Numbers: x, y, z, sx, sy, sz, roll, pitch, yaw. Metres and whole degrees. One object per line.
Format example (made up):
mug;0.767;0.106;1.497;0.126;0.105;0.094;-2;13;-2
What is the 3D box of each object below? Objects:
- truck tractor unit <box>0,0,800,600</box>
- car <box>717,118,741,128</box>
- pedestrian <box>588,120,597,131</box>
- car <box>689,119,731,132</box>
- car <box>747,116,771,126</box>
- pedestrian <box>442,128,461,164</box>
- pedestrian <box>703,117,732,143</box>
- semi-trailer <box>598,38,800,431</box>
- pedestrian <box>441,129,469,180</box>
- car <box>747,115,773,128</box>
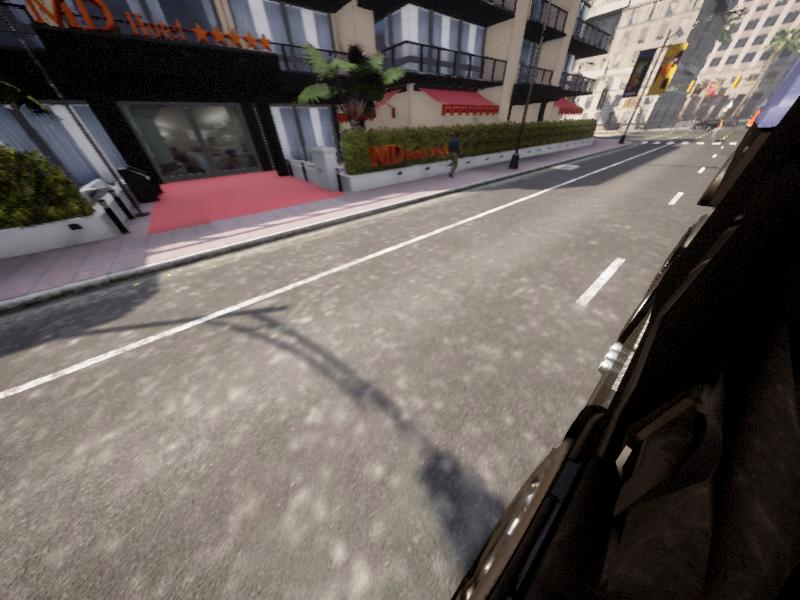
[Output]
truck tractor unit;2.645;-0.295;0.351;6.516;4.208;3.053;-28;44;-30
car;62.338;-33.512;43.728;5.357;1.411;2.033;-28;43;-30
pedestrian;41.382;-37.544;49.706;0.751;1.860;0.751;-26;43;-28
car;50.161;-28.330;37.416;4.892;1.490;1.837;-12;39;-12
car;71.057;-35.377;45.730;4.181;1.385;1.994;-27;43;-29
pedestrian;3.298;-9.949;14.953;0.751;1.860;0.751;-28;44;-30
pedestrian;29.145;-15.588;21.228;0.751;1.860;0.751;-28;44;-30
semi-trailer;8.714;-3.580;4.232;14.254;4.402;2.717;-28;43;-30
pedestrian;2.469;-6.618;10.532;0.751;1.860;0.751;-23;41;-25
car;65.153;-32.375;41.825;5.238;1.638;1.930;-28;44;-30
